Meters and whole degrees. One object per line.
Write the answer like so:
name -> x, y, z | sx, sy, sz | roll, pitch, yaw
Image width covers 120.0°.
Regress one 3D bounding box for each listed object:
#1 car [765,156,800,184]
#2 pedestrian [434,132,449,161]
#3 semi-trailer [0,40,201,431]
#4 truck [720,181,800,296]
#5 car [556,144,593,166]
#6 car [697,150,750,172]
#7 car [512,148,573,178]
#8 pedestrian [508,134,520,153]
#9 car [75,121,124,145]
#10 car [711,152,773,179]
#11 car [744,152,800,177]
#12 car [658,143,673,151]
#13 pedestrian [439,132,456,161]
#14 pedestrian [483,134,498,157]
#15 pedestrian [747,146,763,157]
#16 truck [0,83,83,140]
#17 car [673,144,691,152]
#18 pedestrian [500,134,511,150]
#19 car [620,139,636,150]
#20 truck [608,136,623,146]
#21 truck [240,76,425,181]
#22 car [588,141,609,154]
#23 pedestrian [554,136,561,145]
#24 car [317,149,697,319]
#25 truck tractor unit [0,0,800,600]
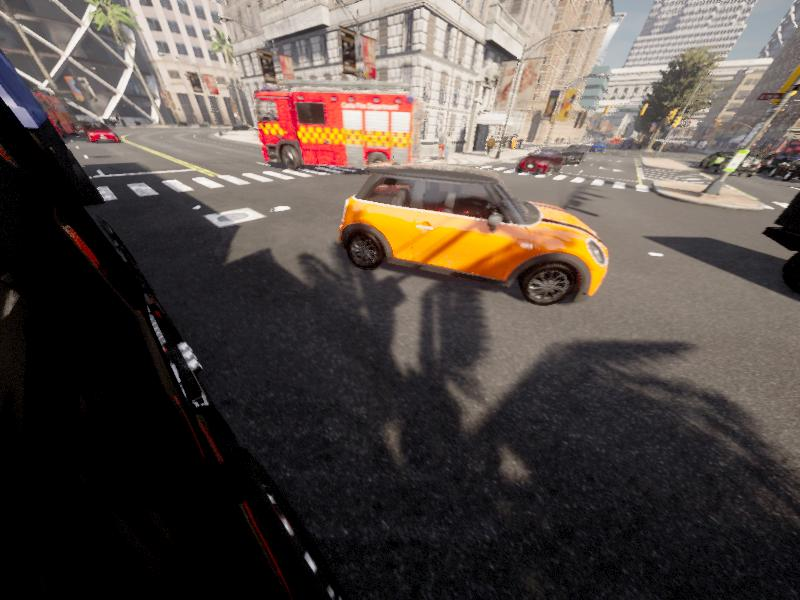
car -> 31.478, -10.145, 18.011 | 1.837, 1.490, 4.892 | 28, 43, 29
pedestrian -> 3.212, -11.957, 18.001 | 0.751, 1.860, 0.751 | -5, 37, -10
semi-trailer -> -8.678, -3.621, 4.246 | 14.254, 4.402, 2.717 | 28, 44, 30
truck -> 8.667, 0.213, 2.181 | 2.390, 2.098, 6.274 | -1, 37, -4
car -> 17.094, -14.259, 22.575 | 1.837, 1.490, 4.892 | 28, 44, 29
car -> 32.393, -14.099, 23.329 | 2.007, 1.525, 4.514 | 28, 43, 29
car -> 9.871, -9.542, 15.912 | 4.181, 1.385, 1.994 | -28, 47, -35
pedestrian -> 14.342, -19.726, 29.109 | 0.751, 1.860, 0.751 | 23, 41, 25
car -> -26.972, -15.016, 20.708 | 4.514, 1.525, 2.007 | 30, 44, 31
car -> 28.470, -11.370, 19.405 | 1.789, 1.549, 3.705 | 28, 43, 29
car -> 35.525, -13.005, 22.003 | 1.851, 1.617, 3.988 | 28, 43, 29
car -> 71.092, -41.054, 61.858 | 1.801, 1.575, 5.366 | 28, 43, 29
pedestrian -> 3.758, -12.179, 18.334 | 0.751, 1.860, 0.751 | -7, 38, -13
pedestrian -> 8.796, -15.068, 22.522 | 0.751, 1.860, 0.751 | 23, 41, 25
pedestrian -> 68.168, -28.523, 44.357 | 0.751, 1.860, 0.751 | 31, 45, 32
truck -> -35.583, -18.335, 22.668 | 2.891, 3.827, 8.468 | -25, 45, -32
car -> 75.354, -40.648, 61.761 | 2.152, 1.651, 5.027 | 28, 43, 29
pedestrian -> 14.906, -22.398, 32.718 | 0.751, 1.860, 0.751 | 27, 43, 29
car -> 56.794, -38.825, 57.532 | 2.150, 2.045, 5.566 | 28, 43, 29
truck -> 69.755, -51.314, 74.711 | 2.627, 2.467, 5.204 | 28, 43, 29
truck -> -3.188, -9.233, 12.599 | 8.468, 3.827, 2.891 | 9, 38, 8
car -> 33.240, -25.520, 38.643 | 1.882, 1.535, 5.008 | 28, 44, 29
pedestrian -> 38.247, -38.785, 56.137 | 0.751, 1.860, 0.751 | 26, 42, 27
car -> 1.214, -1.508, 4.253 | 4.553, 1.767, 2.097 | 13, 38, 13
truck tractor unit -> -2.645, -0.295, 0.351 | 6.516, 4.208, 3.053 | 28, 44, 30
